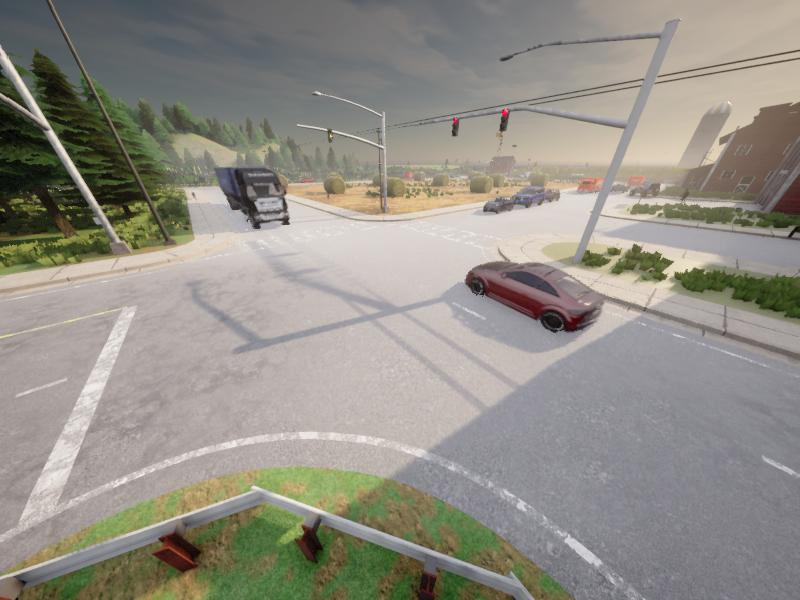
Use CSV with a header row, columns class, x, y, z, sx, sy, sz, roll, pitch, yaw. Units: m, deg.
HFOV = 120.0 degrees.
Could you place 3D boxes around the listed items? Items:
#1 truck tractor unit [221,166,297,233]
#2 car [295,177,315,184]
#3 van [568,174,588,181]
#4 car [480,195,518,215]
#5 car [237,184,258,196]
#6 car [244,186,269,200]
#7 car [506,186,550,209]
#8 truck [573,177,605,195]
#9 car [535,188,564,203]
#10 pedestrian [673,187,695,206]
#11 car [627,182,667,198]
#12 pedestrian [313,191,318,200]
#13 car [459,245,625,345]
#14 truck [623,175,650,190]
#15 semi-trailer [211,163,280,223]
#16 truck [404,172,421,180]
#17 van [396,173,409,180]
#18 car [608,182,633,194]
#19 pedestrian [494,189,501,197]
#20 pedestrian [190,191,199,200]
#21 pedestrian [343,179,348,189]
class,x,y,z,sx,sy,sz,roll,pitch,yaw
truck tractor unit,-11.484,-8.444,18.746,3.053,4.208,6.516,-22,36,-33
car,-26.828,-33.847,65.375,4.514,1.525,2.007,-21,36,-31
van,59.463,-40.892,77.141,2.069,2.038,4.480,-23,37,-34
car,10.235,-9.931,23.957,3.633,1.501,1.845,-23,37,-34
car,-26.008,-18.830,39.425,1.882,1.535,5.008,-22,37,-33
car,-21.694,-16.208,34.890,2.038,1.542,4.974,-22,37,-33
car,15.392,-12.350,27.640,5.566,2.045,2.150,-23,37,-34
truck,33.530,-20.309,40.984,5.204,2.467,2.627,-23,37,-34
car,20.426,-14.296,31.502,3.705,1.549,1.789,-23,37,-34
pedestrian,31.788,-11.589,25.862,0.751,1.860,0.751,18,34,28
car,37.519,-16.849,35.271,1.905,1.878,3.866,-2,28,9
pedestrian,-11.813,-14.628,32.204,0.500,1.100,0.500,-8,31,-14
car,4.365,-0.528,7.891,1.994,1.385,4.181,-19,35,-29
truck,51.662,-25.739,50.435,5.204,2.467,2.627,-24,38,-34
semi-trailer,-16.485,-11.593,24.010,2.717,4.402,14.254,-22,37,-33
truck,4.394,-43.724,81.538,5.204,2.467,2.627,-20,36,-31
van,0.878,-44.385,83.168,4.442,1.987,1.775,-20,36,-31
car,40.605,-20.657,42.451,5.027,1.651,2.152,-23,37,-34
pedestrian,14.510,-15.896,34.375,0.500,1.100,0.500,-23,37,-34
pedestrian,-28.248,-14.316,31.691,0.500,1.100,0.500,-13,32,-21
pedestrian,-11.113,-23.866,47.412,0.751,1.860,0.751,-3,30,-5
